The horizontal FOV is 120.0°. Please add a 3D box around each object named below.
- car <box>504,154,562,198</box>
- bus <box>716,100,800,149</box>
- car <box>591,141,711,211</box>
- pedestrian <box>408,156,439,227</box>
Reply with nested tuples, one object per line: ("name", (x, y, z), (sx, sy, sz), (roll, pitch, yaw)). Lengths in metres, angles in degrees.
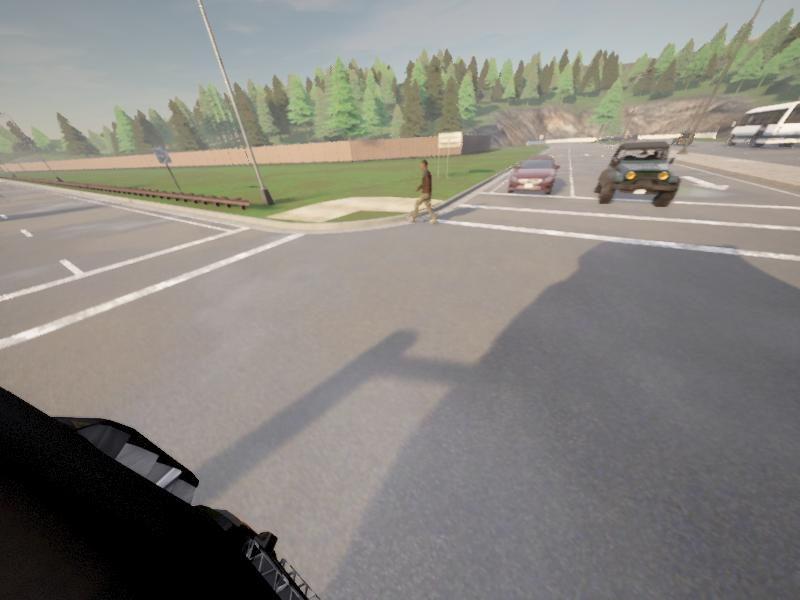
("car", (6.813, -6.377, 11.631), (1.812, 1.442, 4.674), (16, 38, 27))
("bus", (45.146, -21.140, 28.114), (3.944, 4.253, 10.273), (16, 38, 26))
("car", (9.035, -4.916, 8.865), (1.905, 1.878, 3.866), (16, 38, 26))
("pedestrian", (0.727, -3.292, 7.085), (0.751, 1.860, 0.751), (8, 35, 16))
